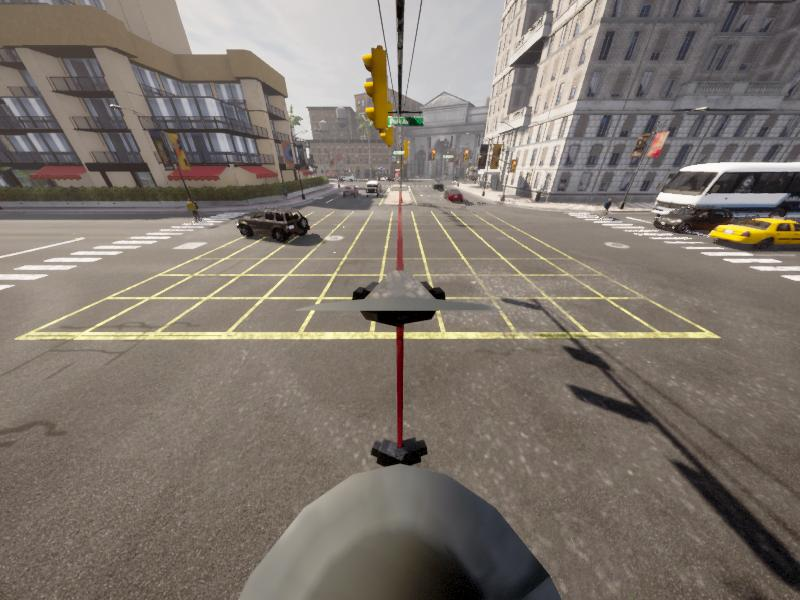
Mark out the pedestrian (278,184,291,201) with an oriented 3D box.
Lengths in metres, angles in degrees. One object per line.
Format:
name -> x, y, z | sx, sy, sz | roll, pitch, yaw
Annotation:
pedestrian -> -14.870, -13.820, 29.729 | 0.751, 1.860, 0.751 | 5, 30, 8

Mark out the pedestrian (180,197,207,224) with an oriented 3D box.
pedestrian -> -16.514, -7.169, 18.514 | 0.751, 1.860, 0.751 | -4, 30, -7

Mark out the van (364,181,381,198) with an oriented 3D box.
van -> -4.179, -17.084, 35.556 | 2.069, 2.038, 4.480 | 0, 30, 0

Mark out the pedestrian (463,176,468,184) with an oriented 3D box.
pedestrian -> 17.036, -31.204, 60.143 | 0.751, 1.860, 0.751 | -5, 30, -9

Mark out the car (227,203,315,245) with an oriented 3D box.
car -> -8.089, -4.937, 14.678 | 4.605, 1.855, 1.932 | 11, 32, 18

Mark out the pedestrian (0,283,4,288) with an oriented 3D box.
pedestrian -> -15.520, -1.119, 8.034 | 0.751, 1.860, 0.751 | -1, 30, -1

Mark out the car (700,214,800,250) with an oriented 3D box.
car -> 21.386, -3.924, 13.218 | 5.366, 1.575, 1.801 | 0, 30, 0

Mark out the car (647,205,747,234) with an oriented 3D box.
car -> 20.594, -5.669, 16.218 | 3.988, 1.617, 1.851 | 0, 30, 0

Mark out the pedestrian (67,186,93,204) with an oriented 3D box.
pedestrian -> -37.272, -12.207, 26.935 | 0.751, 1.860, 0.751 | -1, 30, -2

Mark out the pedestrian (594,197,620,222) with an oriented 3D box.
pedestrian -> 16.890, -7.410, 18.932 | 0.751, 1.860, 0.751 | 3, 30, 6

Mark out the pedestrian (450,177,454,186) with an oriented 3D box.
pedestrian -> 12.346, -28.117, 54.797 | 0.751, 1.860, 0.751 | 0, 30, 0

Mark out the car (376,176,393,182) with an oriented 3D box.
car -> -4.695, -36.742, 70.108 | 4.974, 1.542, 2.038 | 20, 36, 31

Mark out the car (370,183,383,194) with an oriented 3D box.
car -> -4.167, -20.061, 41.308 | 1.812, 1.442, 4.674 | 0, 30, 0

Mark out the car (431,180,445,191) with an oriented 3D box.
car -> 7.345, -22.377, 45.123 | 1.930, 1.638, 5.238 | 0, 30, 0

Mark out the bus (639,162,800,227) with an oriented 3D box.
bus -> 27.159, -8.511, 18.497 | 10.273, 4.253, 3.944 | 0, 30, 0

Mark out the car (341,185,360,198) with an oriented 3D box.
car -> -7.682, -17.137, 36.245 | 1.812, 1.442, 4.674 | 0, 30, 0

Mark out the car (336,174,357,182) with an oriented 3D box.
car -> -16.166, -36.778, 69.662 | 5.566, 2.045, 2.150 | 0, 30, 0

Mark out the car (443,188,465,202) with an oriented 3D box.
car -> 7.303, -14.512, 31.773 | 1.994, 1.385, 4.181 | 0, 30, 0
